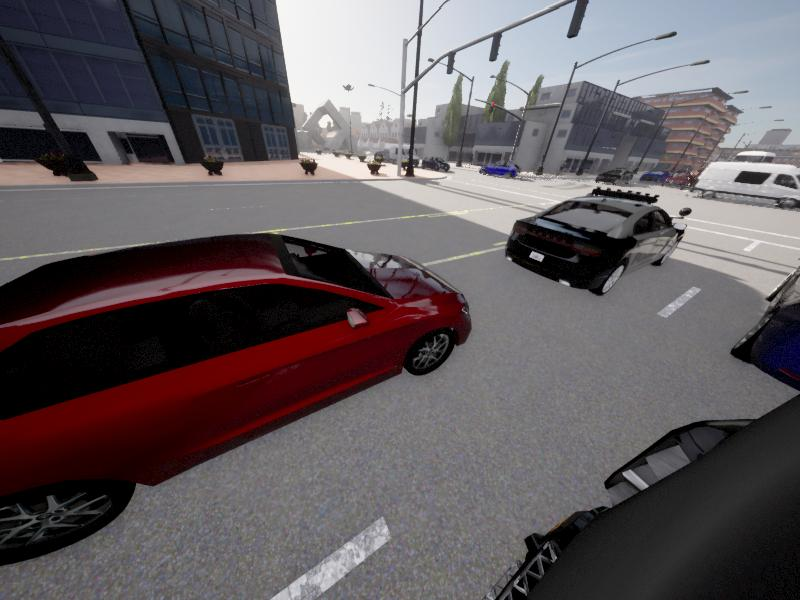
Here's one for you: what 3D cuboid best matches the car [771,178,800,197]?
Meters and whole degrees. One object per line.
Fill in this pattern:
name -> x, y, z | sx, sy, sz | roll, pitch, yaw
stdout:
car -> 43.681, -12.485, 25.526 | 5.008, 1.535, 1.882 | -16, 38, -26

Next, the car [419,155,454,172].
car -> 4.322, -16.609, 28.135 | 1.816, 1.474, 4.193 | -15, 38, -26

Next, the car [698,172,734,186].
car -> 45.350, -17.416, 33.143 | 4.674, 1.442, 1.812 | -16, 38, -26

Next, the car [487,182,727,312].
car -> 4.752, -1.608, 5.289 | 5.238, 1.638, 1.930 | -16, 38, -26

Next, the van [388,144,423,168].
van -> 0.623, -20.772, 33.157 | 1.988, 2.561, 5.915 | -15, 38, -26

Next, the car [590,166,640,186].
car -> 23.523, -13.567, 25.248 | 5.238, 1.638, 1.930 | -15, 38, -26

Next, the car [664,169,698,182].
car -> 42.945, -18.984, 35.276 | 4.892, 1.490, 1.837 | -16, 38, -26

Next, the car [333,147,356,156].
car -> -13.279, -35.539, 55.283 | 4.974, 1.542, 2.038 | -11, 36, -21

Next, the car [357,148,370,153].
car -> -14.495, -58.812, 90.806 | 4.514, 1.525, 2.007 | 13, 34, 14

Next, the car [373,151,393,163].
car -> -2.805, -23.661, 38.154 | 1.845, 1.501, 3.633 | -16, 38, -27

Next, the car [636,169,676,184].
car -> 33.979, -16.433, 30.670 | 5.008, 1.535, 1.882 | -15, 37, -27

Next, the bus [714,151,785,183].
bus -> 59.336, -22.681, 39.281 | 10.273, 4.253, 3.944 | -17, 38, -26

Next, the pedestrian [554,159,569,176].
pedestrian -> 20.993, -17.211, 30.048 | 0.751, 1.860, 0.751 | -24, 42, -35

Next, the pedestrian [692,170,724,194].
pedestrian -> 29.324, -11.258, 22.035 | 0.751, 1.860, 0.751 | 11, 34, 10

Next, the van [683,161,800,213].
van -> 25.724, -8.348, 16.672 | 1.988, 2.561, 5.915 | -15, 38, -22

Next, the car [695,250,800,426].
car -> 6.340, 0.234, 2.775 | 4.792, 1.488, 2.163 | -16, 38, -26

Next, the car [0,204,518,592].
car -> -1.189, 0.152, 2.295 | 4.193, 1.474, 1.816 | -16, 38, -26

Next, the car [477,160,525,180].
car -> 10.888, -14.217, 25.140 | 4.193, 1.474, 1.816 | 30, 42, 34

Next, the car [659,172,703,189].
car -> 31.774, -13.532, 26.134 | 4.674, 1.442, 1.812 | -16, 38, -26

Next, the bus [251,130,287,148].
bus -> -42.226, -52.066, 75.147 | 3.944, 4.253, 10.273 | 9, 33, 7

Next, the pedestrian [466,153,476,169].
pedestrian -> 10.159, -19.947, 33.155 | 0.751, 1.860, 0.751 | -21, 41, -33

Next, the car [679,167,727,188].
car -> 38.951, -15.807, 29.695 | 5.566, 2.045, 2.150 | -16, 38, -26

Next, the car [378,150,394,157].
car -> -3.713, -39.878, 62.986 | 2.033, 1.411, 5.357 | 18, 36, 21
